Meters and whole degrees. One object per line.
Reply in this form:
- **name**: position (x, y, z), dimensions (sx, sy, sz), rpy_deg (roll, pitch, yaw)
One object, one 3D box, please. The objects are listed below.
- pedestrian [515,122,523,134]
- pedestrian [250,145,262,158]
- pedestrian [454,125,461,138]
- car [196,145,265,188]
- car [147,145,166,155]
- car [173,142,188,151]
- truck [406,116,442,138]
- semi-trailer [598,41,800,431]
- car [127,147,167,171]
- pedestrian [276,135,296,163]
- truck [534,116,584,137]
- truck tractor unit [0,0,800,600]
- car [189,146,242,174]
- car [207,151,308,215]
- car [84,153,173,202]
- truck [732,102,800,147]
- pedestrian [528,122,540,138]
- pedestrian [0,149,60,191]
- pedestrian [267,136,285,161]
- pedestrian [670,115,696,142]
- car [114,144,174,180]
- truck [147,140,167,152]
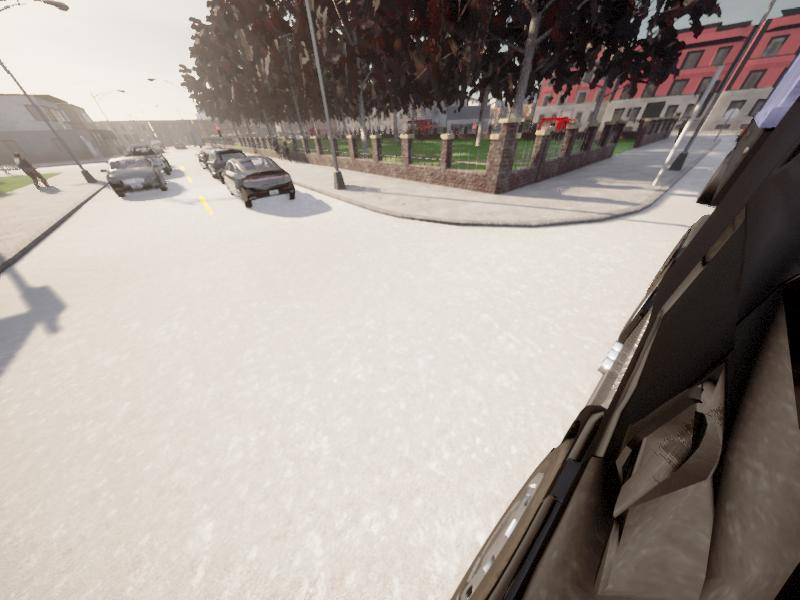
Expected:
- **pedestrian**: position (25.189, -36.386, 48.873), dimensions (0.751, 1.860, 0.751), rpy_deg (-19, 40, -21)
- **pedestrian**: position (-15.158, -15.611, 24.315), dimensions (0.500, 1.100, 0.500), rpy_deg (22, 43, 29)
- **pedestrian**: position (10.769, -31.580, 43.310), dimensions (0.751, 1.860, 0.751), rpy_deg (-28, 44, -30)
- **car**: position (-10.099, -8.047, 13.674), dimensions (2.033, 1.649, 4.856), rpy_deg (-30, 44, -31)
- **car**: position (-45.480, -28.096, 43.214), dimensions (1.812, 1.442, 4.674), rpy_deg (-28, 44, -30)
- **car**: position (-50.672, -35.350, 53.271), dimensions (1.970, 1.475, 3.806), rpy_deg (-28, 44, -30)
- **truck**: position (5.421, -40.363, 53.943), dimensions (2.891, 3.827, 8.468), rpy_deg (-28, 44, -30)
- **semi-trailer**: position (8.686, -3.619, 4.231), dimensions (14.254, 4.402, 2.717), rpy_deg (-28, 44, -30)
- **car**: position (-23.190, -13.057, 21.312), dimensions (1.837, 1.490, 4.892), rpy_deg (-28, 44, -30)
- **pedestrian**: position (-9.579, -12.723, 19.470), dimensions (0.751, 1.860, 0.751), rpy_deg (-28, 44, -29)
- **truck**: position (24.464, -26.830, 35.793), dimensions (2.627, 2.467, 5.204), rpy_deg (-29, 44, -30)
- **truck tractor unit**: position (2.645, -0.295, 0.351), dimensions (6.516, 4.208, 3.053), rpy_deg (-28, 44, -30)
- **car**: position (-14.458, -11.038, 18.043), dimensions (2.128, 1.511, 4.902), rpy_deg (-30, 45, -32)
- **car**: position (-5.921, -4.964, 9.390), dimensions (2.128, 1.511, 4.902), rpy_deg (-28, 44, -30)
- **car**: position (-13.529, -6.445, 11.858), dimensions (2.128, 1.511, 4.902), rpy_deg (-28, 44, -30)
- **truck**: position (28.616, -13.477, 17.719), dimensions (5.204, 2.467, 2.627), rpy_deg (-28, 44, -30)
- **pedestrian**: position (19.925, -25.317, 34.367), dimensions (0.751, 1.860, 0.751), rpy_deg (-28, 43, -29)
- **pedestrian**: position (-20.337, -7.126, 12.697), dimensions (0.751, 1.860, 0.751), rpy_deg (-17, 39, -18)
- **pedestrian**: position (-11.409, -13.978, 21.261), dimensions (0.751, 1.860, 0.751), rpy_deg (-28, 44, -30)
- **pedestrian**: position (25.501, -15.450, 20.848), dimensions (0.751, 1.860, 0.751), rpy_deg (26, 46, 33)
- **car**: position (-18.423, -10.217, 16.897), dimensions (1.932, 1.855, 4.605), rpy_deg (-26, 43, -28)
- **truck**: position (-58.536, -37.269, 55.742), dimensions (2.390, 2.098, 6.274), rpy_deg (-28, 44, -30)
